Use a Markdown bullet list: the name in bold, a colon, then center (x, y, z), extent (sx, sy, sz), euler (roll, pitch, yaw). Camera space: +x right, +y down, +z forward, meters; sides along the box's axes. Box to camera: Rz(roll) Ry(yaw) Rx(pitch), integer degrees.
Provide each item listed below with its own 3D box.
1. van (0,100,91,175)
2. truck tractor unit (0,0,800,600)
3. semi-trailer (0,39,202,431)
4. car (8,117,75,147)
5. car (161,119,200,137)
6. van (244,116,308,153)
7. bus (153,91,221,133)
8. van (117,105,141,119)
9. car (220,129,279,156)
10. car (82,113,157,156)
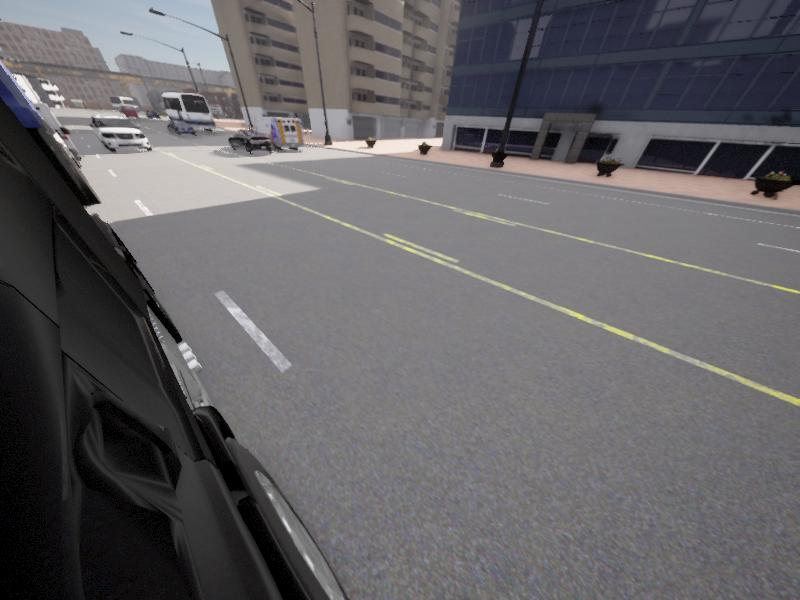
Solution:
- **van**: center (-17.708, -7.917, 11.070), extent (6.366, 2.431, 2.351), euler (29, 44, 30)
- **truck tractor unit**: center (-2.645, -0.295, 0.351), extent (6.516, 4.208, 3.053), euler (28, 44, 30)
- **semi-trailer**: center (-8.726, -3.586, 4.199), extent (14.254, 4.402, 2.717), euler (28, 44, 29)
- **car**: center (-27.235, -12.892, 17.676), extent (4.902, 1.511, 2.128), euler (30, 44, 30)
- **car**: center (-27.415, -21.458, 28.838), extent (5.357, 1.411, 2.033), euler (30, 45, 29)
- **van**: center (-11.819, -15.803, 21.943), extent (6.366, 2.431, 2.351), euler (29, 44, 30)
- **bus**: center (-31.578, -27.844, 34.234), extent (10.273, 4.253, 3.944), euler (31, 45, 29)
- **van**: center (-53.197, -36.878, 45.336), extent (4.442, 1.987, 1.775), euler (30, 45, 30)
- **car**: center (-12.274, -12.889, 18.806), extent (4.902, 1.511, 2.128), euler (29, 44, 30)
- **car**: center (-19.924, -11.797, 16.375), extent (5.566, 2.045, 2.150), euler (29, 44, 30)
